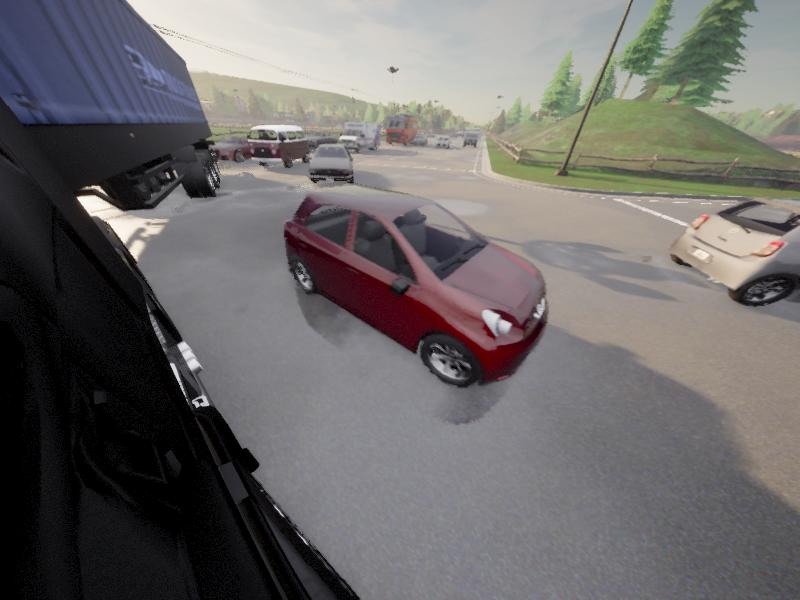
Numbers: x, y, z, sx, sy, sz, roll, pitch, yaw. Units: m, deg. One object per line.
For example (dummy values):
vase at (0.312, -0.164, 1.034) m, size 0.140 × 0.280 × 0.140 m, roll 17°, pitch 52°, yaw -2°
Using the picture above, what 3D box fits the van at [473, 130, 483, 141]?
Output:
van at (24.279, -51.281, 72.000) m, size 2.351 × 2.431 × 6.366 m, roll 12°, pitch 38°, yaw 12°

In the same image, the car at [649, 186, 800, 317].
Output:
car at (7.322, -0.746, 3.854) m, size 3.633 × 1.501 × 1.845 m, roll 9°, pitch 38°, yaw 9°

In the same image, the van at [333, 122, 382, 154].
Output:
van at (-4.146, -17.014, 24.204) m, size 2.351 × 2.431 × 6.366 m, roll 12°, pitch 38°, yaw 12°

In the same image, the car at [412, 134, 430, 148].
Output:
car at (3.110, -23.714, 34.409) m, size 1.845 × 1.501 × 3.633 m, roll 12°, pitch 38°, yaw 12°

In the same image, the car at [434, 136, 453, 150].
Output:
car at (6.236, -22.548, 33.089) m, size 1.970 × 1.475 × 3.806 m, roll 12°, pitch 38°, yaw 12°

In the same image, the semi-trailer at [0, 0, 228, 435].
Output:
semi-trailer at (-6.920, -4.409, 5.428) m, size 2.717 × 4.402 × 14.254 m, roll -16°, pitch 41°, yaw -23°

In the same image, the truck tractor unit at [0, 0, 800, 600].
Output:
truck tractor unit at (-2.645, -0.295, 0.351) m, size 6.516 × 4.208 × 3.053 m, roll 28°, pitch 44°, yaw 30°

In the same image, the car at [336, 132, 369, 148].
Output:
car at (-5.895, -20.535, 29.611) m, size 2.163 × 1.488 × 4.792 m, roll 12°, pitch 38°, yaw 12°

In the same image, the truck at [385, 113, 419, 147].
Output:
truck at (0.481, -26.683, 36.306) m, size 2.891 × 3.827 × 8.468 m, roll 12°, pitch 38°, yaw 12°

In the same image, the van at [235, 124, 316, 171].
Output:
van at (-7.169, -9.384, 14.098) m, size 2.069 × 2.038 × 4.480 m, roll 5°, pitch 36°, yaw 3°

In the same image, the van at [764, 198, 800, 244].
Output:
van at (14.315, -2.356, 5.615) m, size 5.915 × 2.561 × 1.988 m, roll 3°, pitch 37°, yaw 1°

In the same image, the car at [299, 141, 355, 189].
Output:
car at (-3.342, -6.965, 11.634) m, size 2.033 × 1.411 × 5.357 m, roll -3°, pitch 37°, yaw -8°

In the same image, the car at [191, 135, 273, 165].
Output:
car at (-10.732, -9.985, 15.238) m, size 1.994 × 1.385 × 4.181 m, roll 7°, pitch 37°, yaw 6°

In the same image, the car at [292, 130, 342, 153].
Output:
car at (-8.170, -16.081, 23.371) m, size 2.152 × 1.651 × 5.027 m, roll 12°, pitch 38°, yaw 12°

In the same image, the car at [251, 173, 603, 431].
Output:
car at (0.066, -0.543, 3.118) m, size 3.633 × 1.501 × 1.845 m, roll 27°, pitch 43°, yaw 29°

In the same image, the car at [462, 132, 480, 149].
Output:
car at (11.768, -26.367, 38.090) m, size 2.150 × 2.045 × 5.566 m, roll 12°, pitch 38°, yaw 12°
